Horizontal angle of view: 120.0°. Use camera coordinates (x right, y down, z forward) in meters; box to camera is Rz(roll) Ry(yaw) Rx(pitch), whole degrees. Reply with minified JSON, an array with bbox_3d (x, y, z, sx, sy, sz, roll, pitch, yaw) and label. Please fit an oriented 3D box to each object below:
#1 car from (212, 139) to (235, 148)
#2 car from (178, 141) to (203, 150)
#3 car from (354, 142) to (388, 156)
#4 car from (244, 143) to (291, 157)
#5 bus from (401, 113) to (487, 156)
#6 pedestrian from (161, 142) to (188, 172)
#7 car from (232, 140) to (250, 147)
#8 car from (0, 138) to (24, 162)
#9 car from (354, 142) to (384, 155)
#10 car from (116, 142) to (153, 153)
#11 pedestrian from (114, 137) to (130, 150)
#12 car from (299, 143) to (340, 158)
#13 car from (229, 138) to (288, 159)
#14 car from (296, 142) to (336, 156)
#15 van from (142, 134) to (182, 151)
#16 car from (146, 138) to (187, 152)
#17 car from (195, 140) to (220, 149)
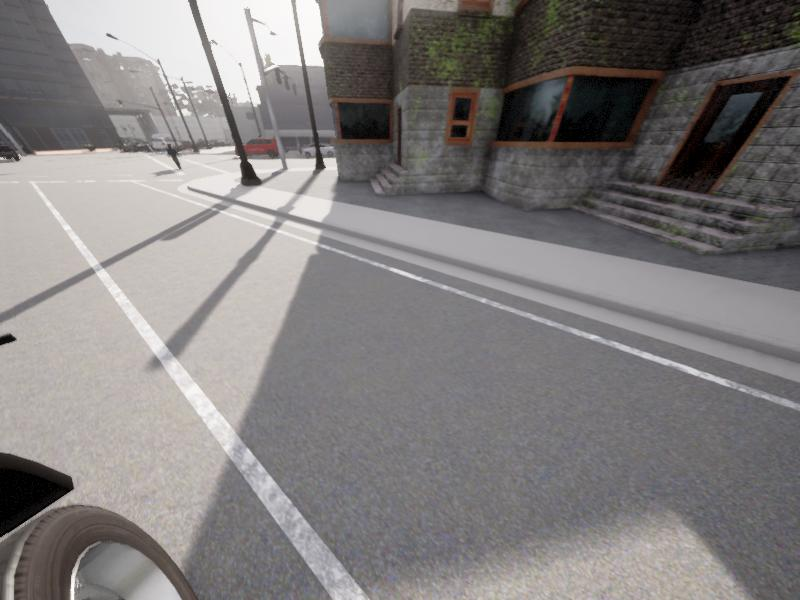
[{"bbox_3d":[-44.747,-39.821,58.717,1.930,1.638,5.238,-2,35,-3],"label":"car"},{"bbox_3d":[-43.009,-31.892,47.616,1.816,1.474,4.193,-5,36,-8],"label":"car"},{"bbox_3d":[-3.897,-20.249,30.990,4.193,1.474,1.816,-6,36,-7],"label":"car"},{"bbox_3d":[-18.183,-20.826,31.936,5.008,1.535,1.882,-6,35,-8],"label":"car"},{"bbox_3d":[5.611,-22.418,31.311,10.273,4.253,3.944,-7,36,-7],"label":"bus"},{"bbox_3d":[-16.679,-10.598,17.139,0.751,1.860,0.751,-21,40,-27],"label":"pedestrian"},{"bbox_3d":[-44.412,-43.864,64.605,1.816,1.474,4.193,4,35,6],"label":"car"},{"bbox_3d":[-43.397,-15.910,24.477,5.566,2.045,2.150,16,37,21],"label":"car"},{"bbox_3d":[-4.564,-22.177,33.818,4.181,1.385,1.994,-6,36,-6],"label":"car"},{"bbox_3d":[-44.851,-25.968,39.191,1.816,1.474,4.193,-5,36,-8],"label":"car"},{"bbox_3d":[-49.441,-27.765,41.074,0.751,1.860,0.751,6,36,9],"label":"pedestrian"},{"bbox_3d":[-10.369,-19.529,30.138,4.674,1.442,1.812,-6,36,-8],"label":"car"},{"bbox_3d":[-17.568,-19.046,28.966,5.566,2.045,2.150,-6,36,-8],"label":"car"},{"bbox_3d":[-11.790,-21.448,32.834,4.892,1.490,1.837,-6,36,-8],"label":"car"},{"bbox_3d":[-46.057,-30.658,44.917,1.988,2.561,5.915,-5,36,-8],"label":"van"},{"bbox_3d":[-41.857,-28.045,41.665,2.150,2.045,5.566,-5,36,-8],"label":"car"},{"bbox_3d":[-44.055,-35.793,53.002,1.930,1.638,5.238,-5,35,-7],"label":"car"}]
